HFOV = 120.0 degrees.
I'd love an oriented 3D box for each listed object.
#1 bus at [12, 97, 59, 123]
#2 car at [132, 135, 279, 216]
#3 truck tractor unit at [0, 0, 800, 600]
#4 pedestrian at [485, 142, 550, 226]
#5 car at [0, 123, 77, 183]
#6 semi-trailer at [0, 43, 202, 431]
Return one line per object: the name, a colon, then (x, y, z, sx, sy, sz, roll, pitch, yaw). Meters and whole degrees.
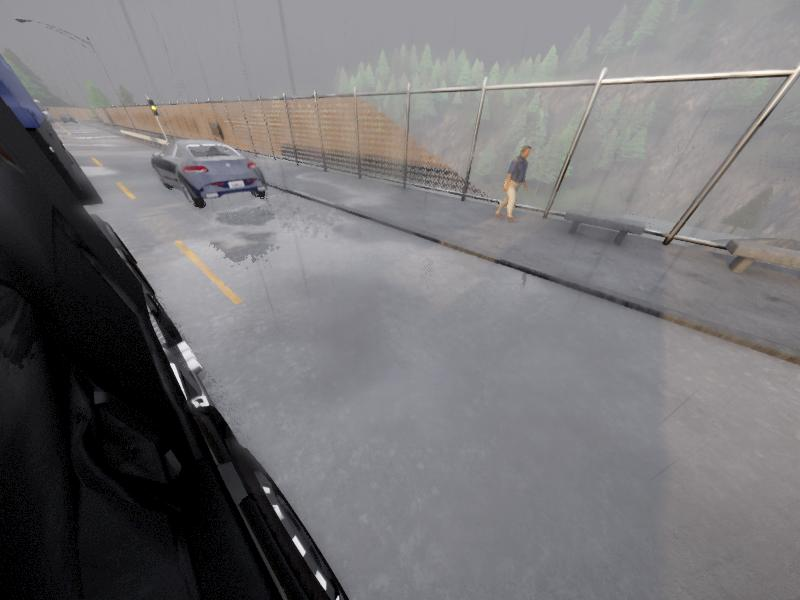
bus: (-84.264, -43.935, 53.559, 10.273, 4.253, 3.944, 29, 44, 29)
car: (-6.669, -4.508, 7.896, 5.027, 1.651, 2.152, 28, 44, 30)
truck tractor unit: (-2.645, -0.295, 0.351, 6.516, 4.208, 3.053, 28, 44, 30)
pedestrian: (3.062, -3.096, 6.203, 0.751, 1.860, 0.751, -20, 42, -28)
car: (-16.094, -6.407, 9.854, 5.238, 1.638, 1.930, 28, 44, 30)
semi-trailer: (-8.697, -3.607, 4.228, 14.254, 4.402, 2.717, 28, 44, 30)
